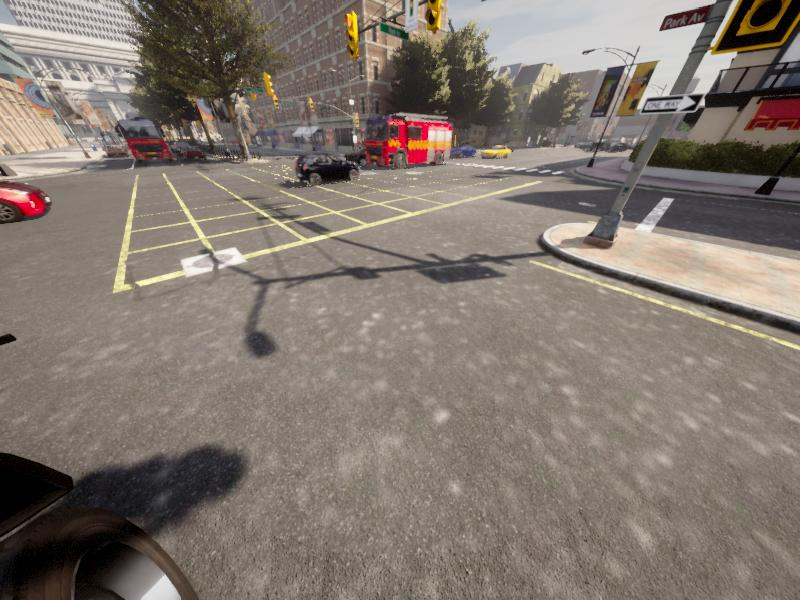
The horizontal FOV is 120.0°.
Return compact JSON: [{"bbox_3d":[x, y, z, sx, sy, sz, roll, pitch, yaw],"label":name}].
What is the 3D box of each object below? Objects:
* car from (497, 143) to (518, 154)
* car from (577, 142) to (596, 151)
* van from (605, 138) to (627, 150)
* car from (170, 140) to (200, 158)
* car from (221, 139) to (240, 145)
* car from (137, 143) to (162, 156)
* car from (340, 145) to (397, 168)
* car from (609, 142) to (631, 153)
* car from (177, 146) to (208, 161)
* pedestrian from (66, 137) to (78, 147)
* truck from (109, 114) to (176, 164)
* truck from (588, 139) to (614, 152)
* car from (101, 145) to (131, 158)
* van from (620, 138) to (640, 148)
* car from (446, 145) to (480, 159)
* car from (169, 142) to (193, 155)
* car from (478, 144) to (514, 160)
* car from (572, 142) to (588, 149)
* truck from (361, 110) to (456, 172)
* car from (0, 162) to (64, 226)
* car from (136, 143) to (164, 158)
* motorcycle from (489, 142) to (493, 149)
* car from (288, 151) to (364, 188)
[{"bbox_3d":[18.956,-26.934,40.985,2.038,1.542,4.974,4,35,6],"label":"car"},{"bbox_3d":[42.817,-35.293,53.055,4.892,1.490,1.837,-28,44,-34],"label":"car"},{"bbox_3d":[52.842,-38.220,56.475,6.366,2.431,2.351,-28,44,-34],"label":"van"},{"bbox_3d":[-28.926,-20.319,31.013,2.097,1.767,4.553,-28,44,-34],"label":"car"},{"bbox_3d":[-57.104,-53.268,77.884,4.792,1.488,2.163,-14,38,-20],"label":"car"},{"bbox_3d":[-36.885,-22.195,33.990,1.994,1.385,4.181,-28,44,-34],"label":"car"},{"bbox_3d":[-2.901,-13.969,22.314,5.238,1.638,1.930,-28,44,-34],"label":"car"},{"bbox_3d":[43.995,-30.490,46.118,4.856,1.649,2.033,-28,44,-34],"label":"car"},{"bbox_3d":[-24.264,-17.156,26.987,1.895,1.301,4.718,-28,44,-34],"label":"car"},{"bbox_3d":[-74.462,-35.861,52.397,0.751,1.860,0.751,-29,44,-34],"label":"pedestrian"},{"bbox_3d":[-27.249,-17.094,24.681,2.891,3.827,8.468,-28,44,-34],"label":"truck"},{"bbox_3d":[42.482,-32.619,48.734,6.274,2.098,2.390,-28,44,-34],"label":"truck"},{"bbox_3d":[-36.836,-19.372,30.035,1.895,1.301,4.718,-28,44,-34],"label":"car"},{"bbox_3d":[66.673,-45.519,66.943,6.366,2.431,2.351,-27,43,-33],"label":"van"},{"bbox_3d":[8.486,-19.914,31.013,4.674,1.442,1.812,-27,44,-34],"label":"car"},{"bbox_3d":[-32.921,-22.724,34.677,1.970,1.475,3.806,-27,44,-33],"label":"car"},{"bbox_3d":[12.589,-19.377,30.161,5.366,1.575,1.801,-28,44,-34],"label":"car"},{"bbox_3d":[46.915,-40.173,60.066,4.674,1.442,1.812,-28,44,-34],"label":"car"},{"bbox_3d":[1.023,-14.193,20.765,8.468,3.827,2.891,-28,44,-34],"label":"truck"},{"bbox_3d":[-13.704,-2.794,6.462,4.514,1.525,2.007,-29,44,-35],"label":"car"},{"bbox_3d":[-32.422,-19.416,29.981,1.970,1.475,3.806,-28,44,-34],"label":"car"},{"bbox_3d":[22.554,-38.273,57.107,0.764,1.277,2.356,2,34,20],"label":"motorcycle"},{"bbox_3d":[-4.216,-7.748,13.564,3.633,1.501,1.845,-28,44,-34],"label":"car"}]
